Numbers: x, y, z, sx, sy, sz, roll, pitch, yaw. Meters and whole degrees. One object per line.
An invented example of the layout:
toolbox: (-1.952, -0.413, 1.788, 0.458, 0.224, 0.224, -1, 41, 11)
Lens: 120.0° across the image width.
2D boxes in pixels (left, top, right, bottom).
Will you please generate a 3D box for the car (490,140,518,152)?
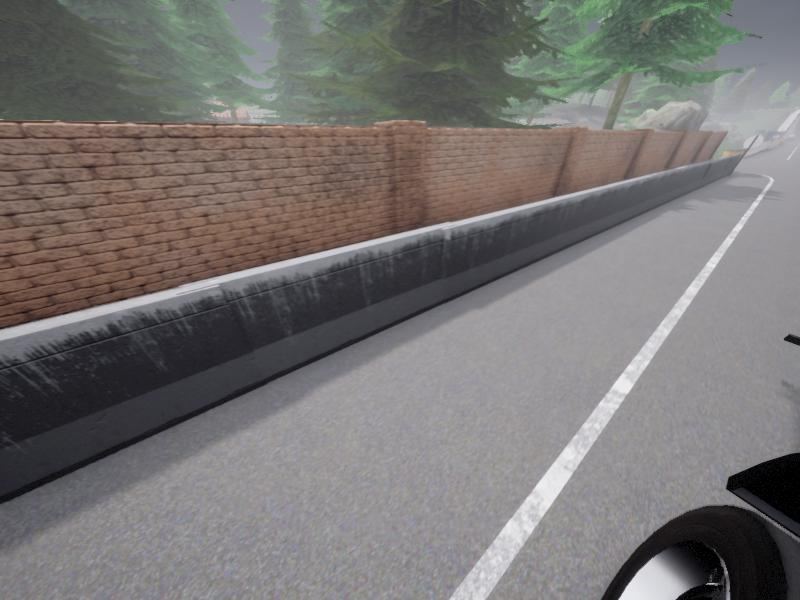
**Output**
car: (17.625, -26.234, 39.234, 1.789, 1.549, 3.705, -22, 41, -27)

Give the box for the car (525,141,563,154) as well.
car: (21.505, -22.910, 34.637, 1.994, 1.385, 4.181, -21, 40, -27)

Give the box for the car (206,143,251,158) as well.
car: (-24.391, -21.391, 33.051, 4.856, 1.649, 2.033, -19, 39, -24)

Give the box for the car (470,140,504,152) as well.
car: (14.257, -25.452, 38.202, 2.128, 1.511, 4.902, -22, 40, -27)
